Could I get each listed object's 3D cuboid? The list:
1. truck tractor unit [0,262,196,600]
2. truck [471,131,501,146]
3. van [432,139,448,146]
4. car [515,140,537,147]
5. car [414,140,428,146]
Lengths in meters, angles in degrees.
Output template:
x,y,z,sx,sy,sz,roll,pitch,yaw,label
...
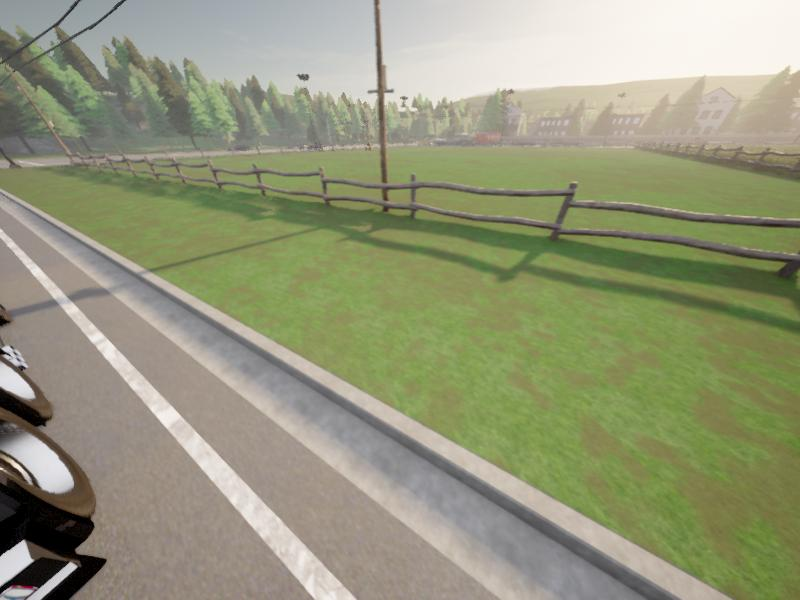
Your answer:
x,y,z,sx,sy,sz,roll,pitch,yaw,label
-5.109,-0.302,0.790,6.516,4.208,3.053,18,39,24,truck tractor unit
28.357,-53.469,76.570,8.468,3.827,2.891,18,39,25,truck
13.422,-53.022,77.682,4.480,2.038,2.069,18,39,25,van
36.281,-45.284,66.705,5.238,1.638,1.930,18,39,25,car
7.791,-58.378,85.824,5.008,1.535,1.882,4,35,6,car
